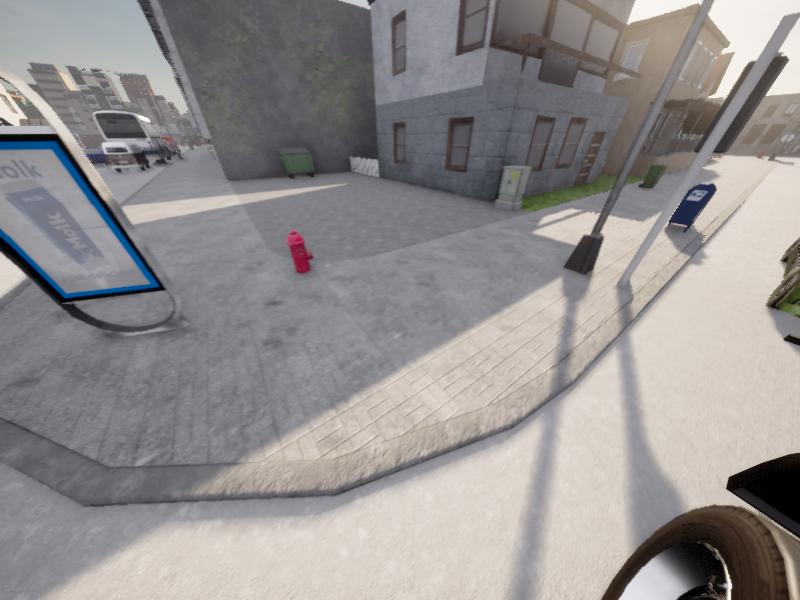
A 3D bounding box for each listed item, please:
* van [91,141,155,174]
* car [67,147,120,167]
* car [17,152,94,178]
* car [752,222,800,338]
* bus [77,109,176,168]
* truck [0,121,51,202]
[{"bbox_3d":[-22.889,-12.032,19.373,2.069,2.038,4.480,-22,41,-28],"label":"van"},{"bbox_3d":[-31.573,-14.932,23.988,1.882,1.535,5.008,-22,40,-28],"label":"car"},{"bbox_3d":[-26.338,-10.573,17.912,1.994,1.385,4.181,-22,41,-28],"label":"car"},{"bbox_3d":[7.607,-0.578,3.344,4.514,1.525,2.007,-22,41,-28],"label":"car"},{"bbox_3d":[-28.217,-17.180,24.796,3.944,4.253,10.273,-22,41,-28],"label":"bus"},{"bbox_3d":[-19.304,-5.807,8.969,2.891,3.827,8.468,-22,41,-28],"label":"truck"}]
